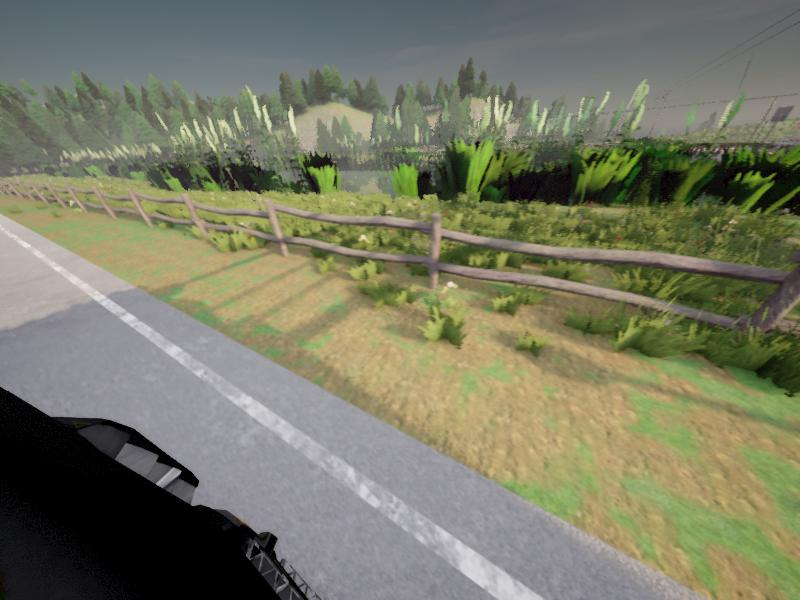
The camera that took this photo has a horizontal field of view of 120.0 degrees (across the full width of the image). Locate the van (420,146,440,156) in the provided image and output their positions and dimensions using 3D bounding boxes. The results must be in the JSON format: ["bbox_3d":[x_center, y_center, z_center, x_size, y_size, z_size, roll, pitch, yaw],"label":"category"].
[{"bbox_3d":[7.377,-37.184,57.602,4.442,1.987,1.775,15,38,25],"label":"van"}]
